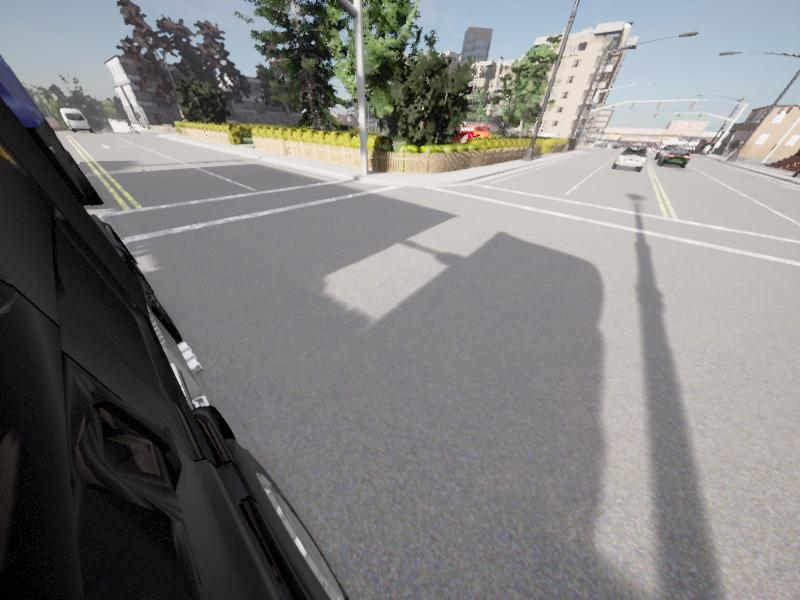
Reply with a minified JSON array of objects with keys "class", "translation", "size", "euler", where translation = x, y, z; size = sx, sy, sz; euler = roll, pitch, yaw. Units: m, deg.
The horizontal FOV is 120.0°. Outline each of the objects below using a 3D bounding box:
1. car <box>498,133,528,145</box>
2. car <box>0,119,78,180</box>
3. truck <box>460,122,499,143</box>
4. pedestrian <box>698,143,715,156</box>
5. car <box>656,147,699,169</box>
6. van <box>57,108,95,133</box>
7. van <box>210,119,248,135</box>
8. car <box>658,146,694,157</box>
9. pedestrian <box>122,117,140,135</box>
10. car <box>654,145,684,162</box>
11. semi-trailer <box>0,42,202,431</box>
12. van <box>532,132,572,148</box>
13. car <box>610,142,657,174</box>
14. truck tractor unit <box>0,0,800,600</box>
[{"class":"car","translation":[26.588,-37.928,54.369],"size":[5.566,2.045,2.150],"euler":[29,44,31]},{"class":"car","translation":[-16.368,-6.627,9.974],"size":[4.553,1.767,2.097],"euler":[28,44,30]},{"class":"truck","translation":[19.890,-42.416,58.456],"size":[8.468,3.827,2.891],"euler":[30,44,31]},{"class":"pedestrian","translation":[57.395,-28.186,43.268],"size":[0.751,1.860,0.751],"euler":[0,37,-3]},{"class":"car","translation":[29.042,-15.064,24.376],"size":[2.038,1.542,4.974],"euler":[28,43,30]},{"class":"van","translation":[-45.996,-25.409,32.802],"size":[5.915,2.561,1.988],"euler":[27,42,30]},{"class":"van","translation":[-30.010,-30.390,40.673],"size":[2.069,2.038,4.480],"euler":[28,44,30]},{"class":"car","translation":[45.173,-24.329,37.865],"size":[4.674,1.442,1.812],"euler":[-12,39,-18]},{"class":"pedestrian","translation":[-34.856,-22.492,29.912],"size":[0.751,1.860,0.751],"euler":[31,45,32]},{"class":"car","translation":[35.806,-19.667,30.907],"size":[1.851,1.617,3.988],"euler":[28,44,30]},{"class":"semi-trailer","translation":[-8.701,-3.602,4.226],"size":[14.254,4.402,2.717],"euler":[28,44,30]},{"class":"van","translation":[32.831,-34.636,50.046],"size":[6.366,2.431,2.351],"euler":[29,44,31]},{"class":"car","translation":[19.586,-12.059,19.458],"size":[1.932,1.855,4.605],"euler":[28,45,30]},{"class":"truck tractor unit","translation":[-2.645,-0.295,0.351],"size":[6.516,4.208,3.053],"euler":[28,44,30]}]
